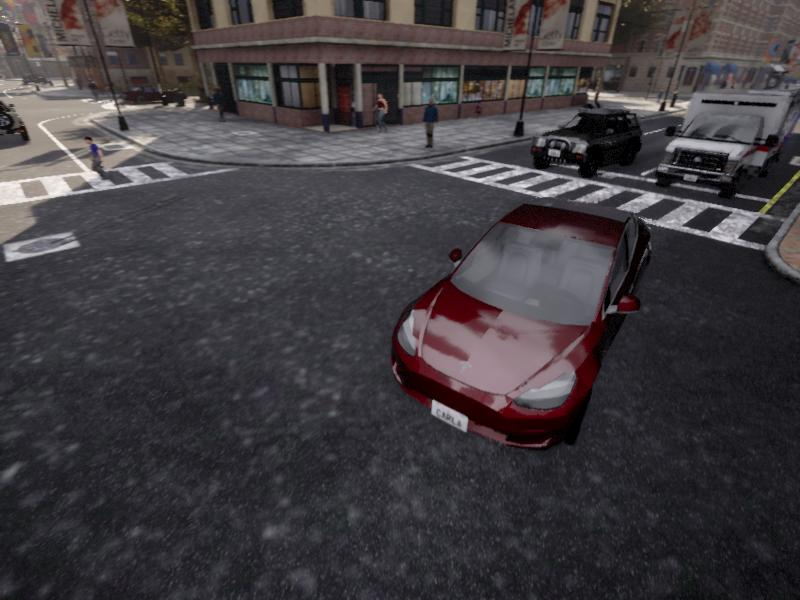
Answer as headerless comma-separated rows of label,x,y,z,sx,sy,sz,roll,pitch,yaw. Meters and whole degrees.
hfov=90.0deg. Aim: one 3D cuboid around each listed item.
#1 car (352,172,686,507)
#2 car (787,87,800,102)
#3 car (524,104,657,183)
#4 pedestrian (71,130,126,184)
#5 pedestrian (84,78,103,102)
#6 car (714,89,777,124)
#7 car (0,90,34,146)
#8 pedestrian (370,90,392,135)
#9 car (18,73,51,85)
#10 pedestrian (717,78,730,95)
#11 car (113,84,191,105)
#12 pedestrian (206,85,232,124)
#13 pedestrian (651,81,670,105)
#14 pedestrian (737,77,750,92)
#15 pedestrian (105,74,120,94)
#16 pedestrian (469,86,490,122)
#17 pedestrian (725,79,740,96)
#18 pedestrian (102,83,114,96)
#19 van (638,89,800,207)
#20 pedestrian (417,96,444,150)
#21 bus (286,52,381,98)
car,1.858,-0.274,5.052,2.163,1.488,4.792,21,36,30
car,45.468,-23.100,45.006,4.718,1.301,1.895,-25,39,-36
car,6.565,-5.514,13.700,4.605,1.855,1.932,-23,38,-35
pedestrian,-8.815,-4.201,11.720,0.751,1.300,0.751,23,37,33
pedestrian,-27.440,-18.820,35.860,0.751,1.860,0.751,-12,33,-21
car,23.727,-13.349,27.474,4.553,1.767,2.097,-25,39,-37
car,-18.175,-8.163,17.817,1.932,1.855,4.605,-24,39,-36
pedestrian,-0.918,-9.050,19.293,0.751,1.860,0.751,-21,37,-32
car,-58.016,-35.158,63.665,1.851,1.617,3.988,-4,31,-8
pedestrian,41.106,-27.081,50.845,0.751,1.860,0.751,21,36,31
car,-21.953,-18.330,35.625,5.357,1.411,2.033,-26,39,-37
pedestrian,-10.056,-10.876,22.263,0.751,1.860,0.751,-24,38,-36
pedestrian,23.849,-18.918,36.590,0.751,1.860,0.751,-25,39,-36
pedestrian,50.949,-31.938,59.320,0.751,1.860,0.751,26,39,36
pedestrian,-31.370,-23.590,43.654,0.751,1.860,0.751,-24,38,-36
pedestrian,4.719,-11.666,23.863,0.751,1.860,0.751,-22,37,-34
pedestrian,41.790,-26.773,50.329,0.751,1.860,0.751,-25,39,-37
pedestrian,-29.914,-21.557,40.953,0.500,1.100,0.500,11,32,18
van,10.148,-4.963,12.275,6.366,2.431,2.351,-25,39,-36
pedestrian,1.207,-7.025,15.863,0.751,1.860,0.751,15,33,23
bus,-7.417,-26.257,46.599,10.273,4.253,3.944,-25,39,-36
